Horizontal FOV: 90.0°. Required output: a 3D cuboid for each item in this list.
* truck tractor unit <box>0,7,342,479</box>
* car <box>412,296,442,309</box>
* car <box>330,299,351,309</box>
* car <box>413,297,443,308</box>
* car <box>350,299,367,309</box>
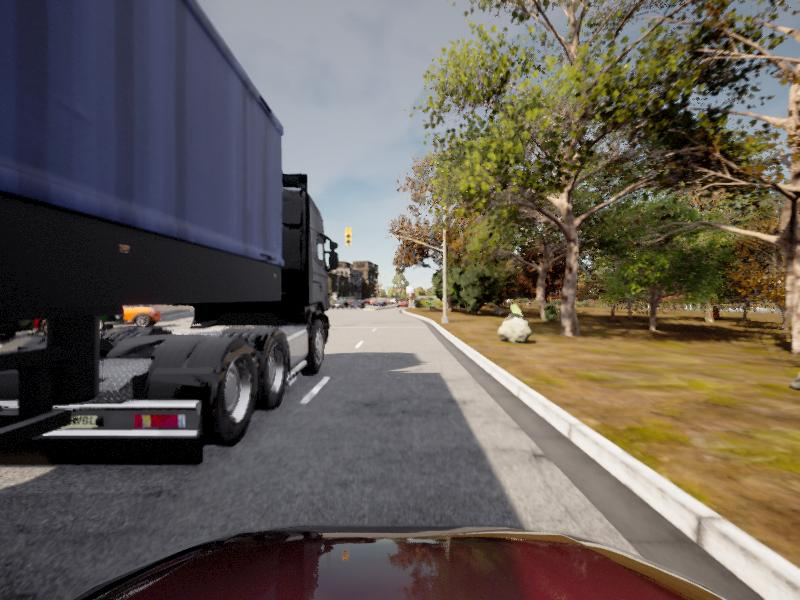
[{"bbox_3d":[-2.995,-0.515,6.826,3.053,4.208,6.516,0,0,0],"label":"truck tractor unit"},{"bbox_3d":[4.266,0.372,63.810,4.442,1.987,1.878,1,0,-14],"label":"car"},{"bbox_3d":[-9.318,0.646,62.914,2.128,1.511,4.902,0,0,5],"label":"car"},{"bbox_3d":[4.649,0.470,66.779,4.553,1.767,2.185,1,0,-14],"label":"car"},{"bbox_3d":[-6.419,0.656,61.631,1.816,1.474,4.193,0,0,5],"label":"car"}]
